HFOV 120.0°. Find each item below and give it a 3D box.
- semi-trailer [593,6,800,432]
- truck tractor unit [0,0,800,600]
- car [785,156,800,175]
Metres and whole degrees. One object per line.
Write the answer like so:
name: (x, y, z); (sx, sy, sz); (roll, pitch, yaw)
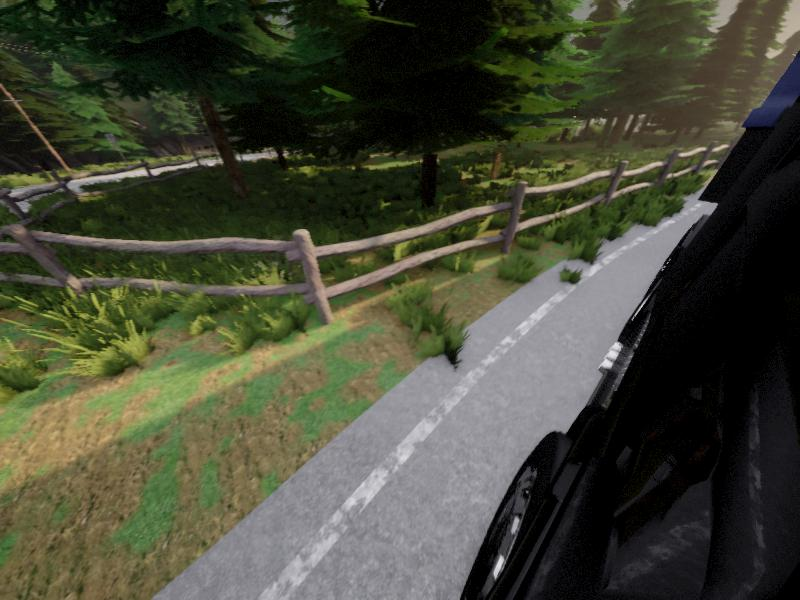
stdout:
semi-trailer: (9.004, -3.367, 3.917); (14.254, 4.402, 2.717); (-24, 42, -26)
truck tractor unit: (2.645, -0.295, 0.352); (6.516, 4.208, 3.053); (-28, 44, -30)
car: (18.747, -6.175, 9.640); (4.181, 1.385, 1.994); (-22, 41, -24)
